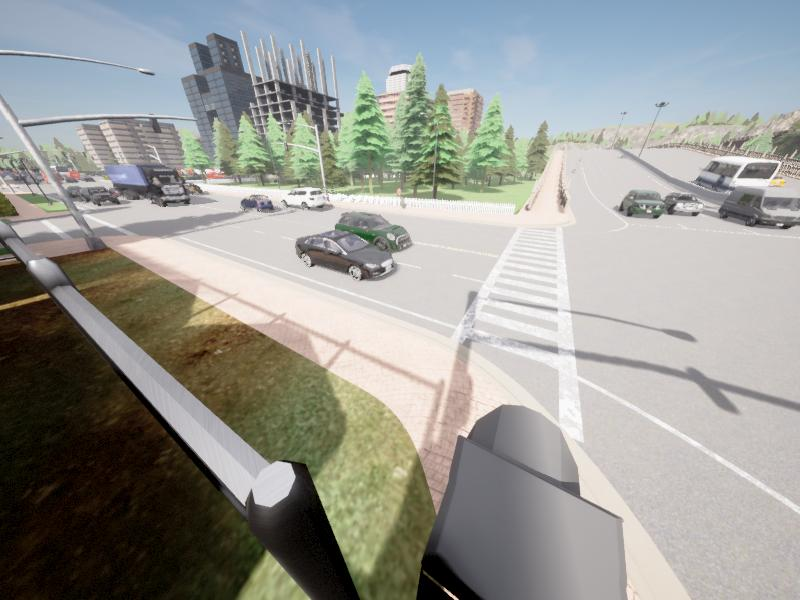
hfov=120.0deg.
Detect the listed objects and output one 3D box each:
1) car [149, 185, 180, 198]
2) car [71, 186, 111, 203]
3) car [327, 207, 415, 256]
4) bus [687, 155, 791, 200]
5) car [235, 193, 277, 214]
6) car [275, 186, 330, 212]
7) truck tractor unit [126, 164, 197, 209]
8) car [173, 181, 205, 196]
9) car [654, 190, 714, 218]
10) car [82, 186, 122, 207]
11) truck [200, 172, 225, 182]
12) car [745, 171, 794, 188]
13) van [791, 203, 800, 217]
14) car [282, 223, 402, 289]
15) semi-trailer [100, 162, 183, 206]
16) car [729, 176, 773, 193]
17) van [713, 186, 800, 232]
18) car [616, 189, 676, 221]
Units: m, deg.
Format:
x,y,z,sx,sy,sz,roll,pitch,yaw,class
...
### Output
x,y,z,sx,sy,sz,roll,pitch,yaw,class
-35.651,-16.401,34.939,4.193,1.474,1.816,17,34,27,car
-41.079,-14.033,30.671,5.238,1.638,1.930,17,34,27,car
-1.649,-4.057,13.237,4.553,1.767,2.097,17,34,27,car
46.601,-17.588,32.607,3.944,4.253,10.273,16,39,26,bus
-14.868,-10.060,23.878,3.705,1.549,1.789,17,34,27,car
-10.540,-11.002,25.013,5.566,2.045,2.150,17,34,27,car
-27.670,-13.342,26.873,6.516,4.208,3.053,18,34,29,truck tractor unit
-34.534,-18.288,37.802,4.605,1.855,1.932,17,34,27,car
27.175,-9.384,22.364,1.932,1.855,4.605,16,34,25,car
-35.576,-12.405,27.601,3.866,1.878,1.905,19,35,29,car
-60.100,-39.686,74.225,2.627,2.467,5.204,16,35,26,truck
56.605,-18.601,35.561,1.801,1.575,5.366,16,40,26,car
36.895,-7.557,18.648,2.351,2.431,6.366,16,34,26,van
-2.550,-2.155,10.226,4.902,1.511,2.128,17,34,27,car
-34.357,-15.536,30.495,14.254,4.402,2.717,17,34,27,semi-trailer
51.223,-16.978,33.834,1.816,1.474,4.193,16,39,26,car
28.622,-7.413,18.295,1.988,2.561,5.915,16,34,25,van
22.750,-9.112,21.736,2.150,2.045,5.566,16,34,25,car
